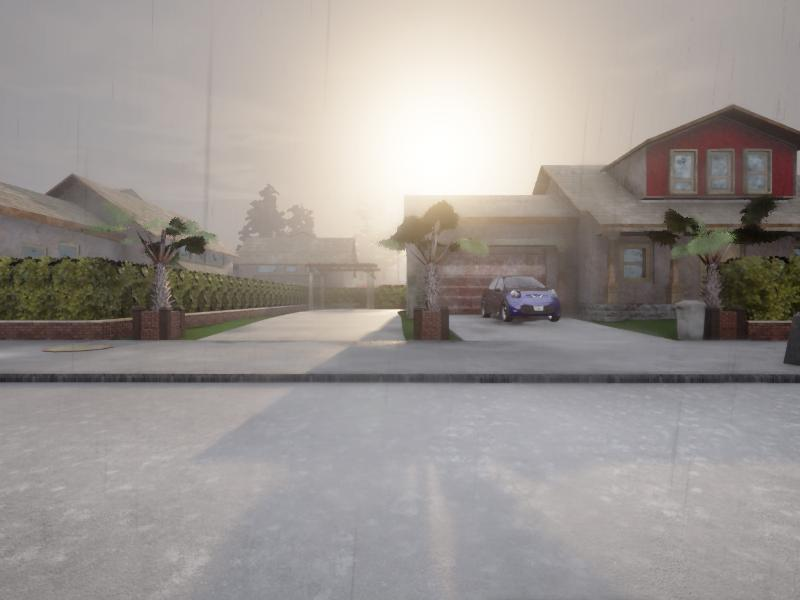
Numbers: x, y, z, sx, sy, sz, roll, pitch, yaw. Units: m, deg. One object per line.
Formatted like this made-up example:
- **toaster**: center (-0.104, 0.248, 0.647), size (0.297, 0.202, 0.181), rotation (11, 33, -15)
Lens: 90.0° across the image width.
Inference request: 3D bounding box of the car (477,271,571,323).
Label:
- **car**: center (3.891, -0.082, 13.247), size (1.845, 1.501, 3.633), rotation (0, 0, -3)

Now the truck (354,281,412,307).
- **truck**: center (-2.477, -0.921, 60.272), size (8.468, 3.827, 2.891), rotation (0, 0, 0)
